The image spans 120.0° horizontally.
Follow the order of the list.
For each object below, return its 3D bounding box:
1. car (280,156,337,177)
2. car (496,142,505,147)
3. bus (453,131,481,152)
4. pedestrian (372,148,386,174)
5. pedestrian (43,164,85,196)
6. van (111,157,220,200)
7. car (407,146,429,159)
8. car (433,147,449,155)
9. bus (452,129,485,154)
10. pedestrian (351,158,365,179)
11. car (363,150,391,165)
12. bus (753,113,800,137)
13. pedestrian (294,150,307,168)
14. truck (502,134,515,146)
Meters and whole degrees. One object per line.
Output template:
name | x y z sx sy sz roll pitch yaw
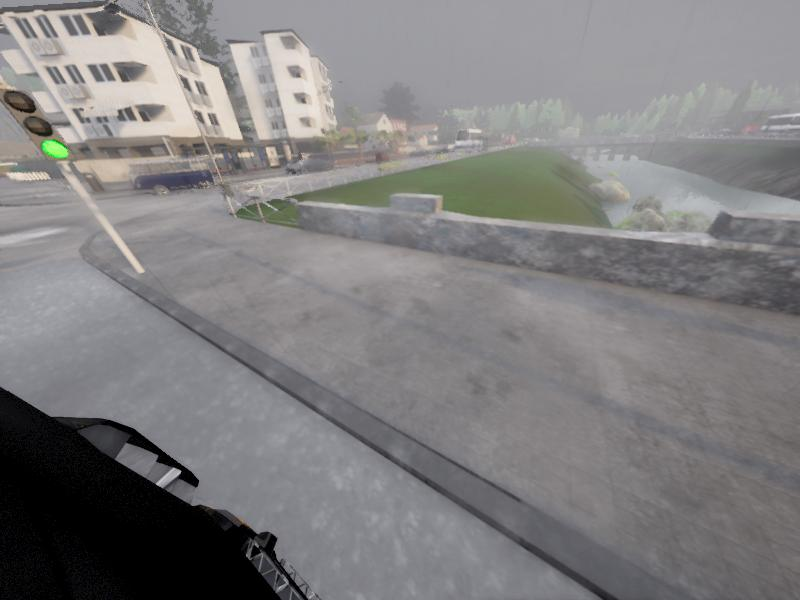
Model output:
car | -9.388 -14.052 24.221 2.033 1.411 5.357 16 38 26
car | 35.019 -53.997 80.315 1.994 1.385 4.181 16 38 26
bus | 17.956 -42.506 61.926 3.944 4.253 10.273 16 38 26
pedestrian | -1.766 -11.730 19.555 0.751 1.860 0.751 15 38 24
pedestrian | -23.634 -8.463 16.307 0.751 1.860 0.751 -28 41 -32
van | -15.423 -8.306 15.597 1.775 1.987 4.442 16 38 26
car | 3.361 -26.907 42.167 1.930 1.638 5.238 16 39 26
car | 8.877 -32.304 50.024 1.994 1.385 4.181 16 38 26
bus | 15.562 -35.921 52.320 3.944 4.253 10.273 16 38 26
pedestrian | -3.243 -10.196 17.889 0.751 1.300 0.751 2 34 7
car | -3.230 -20.302 32.868 1.851 1.617 3.988 16 38 26
bus | 88.668 -40.000 52.949 3.944 4.253 10.273 16 38 26
pedestrian | -12.615 -17.931 29.373 0.751 1.860 0.751 16 38 26
truck | 42.480 -62.514 90.235 2.891 3.827 8.468 16 38 26
